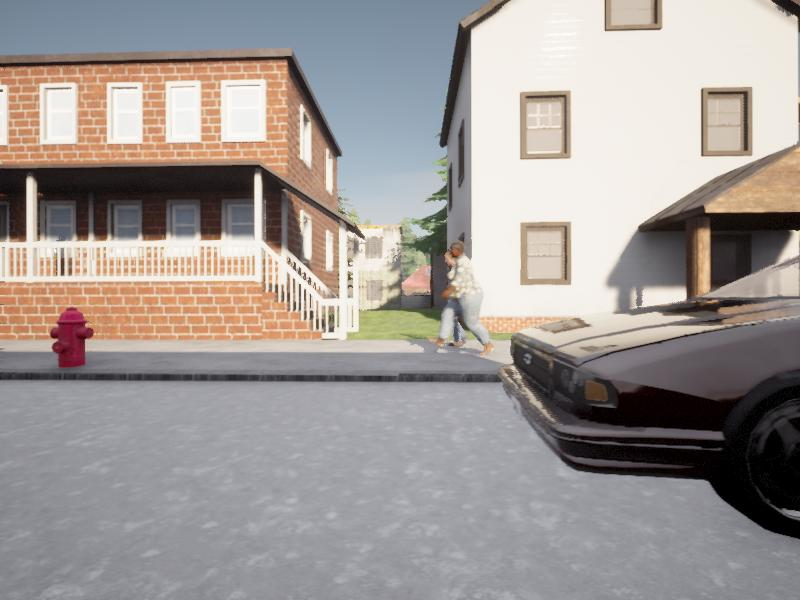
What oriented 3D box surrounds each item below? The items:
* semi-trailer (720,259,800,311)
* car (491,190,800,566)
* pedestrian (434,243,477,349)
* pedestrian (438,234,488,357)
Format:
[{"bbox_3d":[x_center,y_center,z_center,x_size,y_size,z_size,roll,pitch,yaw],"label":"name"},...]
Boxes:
[{"bbox_3d":[35.906,-1.302,36.382,2.717,4.402,14.254,0,0,2],"label":"semi-trailer"},{"bbox_3d":[3.401,0.289,2.354,5.357,1.411,2.033,0,0,5],"label":"car"},{"bbox_3d":[1.051,-0.067,7.469,0.751,1.860,0.751,0,0,12],"label":"pedestrian"},{"bbox_3d":[1.020,-0.067,6.464,0.751,1.860,0.751,0,0,10],"label":"pedestrian"}]
